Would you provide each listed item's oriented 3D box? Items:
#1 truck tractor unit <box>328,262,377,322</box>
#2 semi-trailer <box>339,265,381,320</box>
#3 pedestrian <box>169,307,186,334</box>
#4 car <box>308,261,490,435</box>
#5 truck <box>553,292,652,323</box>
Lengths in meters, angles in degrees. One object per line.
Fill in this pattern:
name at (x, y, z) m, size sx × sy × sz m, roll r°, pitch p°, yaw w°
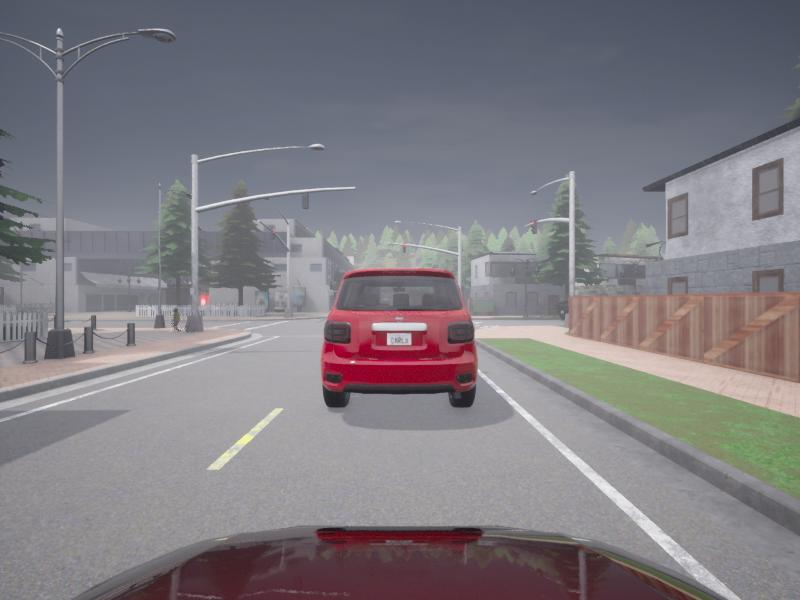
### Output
truck tractor unit at (-3.541, -0.524, 31.481) m, size 3.053 × 4.208 × 6.516 m, roll 0°, pitch 0°, yaw 0°
semi-trailer at (-3.554, -0.619, 39.396) m, size 2.717 × 4.402 × 14.254 m, roll 0°, pitch 0°, yaw 0°
pedestrian at (-9.550, 0.873, 17.189) m, size 0.500 × 1.100 × 0.500 m, roll 0°, pitch 0°, yaw -5°
car at (-0.013, 0.568, 7.496) m, size 2.150 × 2.045 × 5.566 m, roll 0°, pitch 0°, yaw 0°
truck at (14.789, 0.523, 29.358) m, size 6.274 × 2.098 × 2.390 m, roll 0°, pitch 0°, yaw -9°
